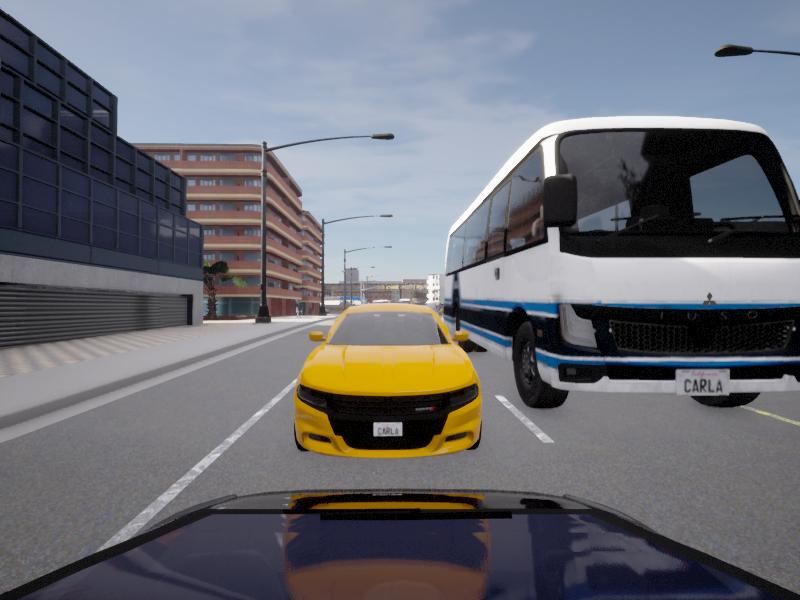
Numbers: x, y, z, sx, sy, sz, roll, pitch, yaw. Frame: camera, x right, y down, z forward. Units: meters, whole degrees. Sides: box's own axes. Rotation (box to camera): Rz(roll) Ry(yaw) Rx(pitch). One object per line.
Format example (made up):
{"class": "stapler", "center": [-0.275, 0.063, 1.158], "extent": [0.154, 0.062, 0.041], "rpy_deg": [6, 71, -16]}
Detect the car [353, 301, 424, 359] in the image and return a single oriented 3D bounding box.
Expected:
{"class": "car", "center": [-0.325, 0.768, 12.619], "extent": [1.812, 1.442, 4.674], "rpy_deg": [0, 1, -1]}

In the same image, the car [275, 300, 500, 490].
{"class": "car", "center": [-0.158, 0.790, 5.854], "extent": [1.882, 1.535, 5.008], "rpy_deg": [0, 1, -1]}

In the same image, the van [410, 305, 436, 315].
{"class": "van", "center": [5.671, 2.377, 99.749], "extent": [6.366, 2.431, 2.351], "rpy_deg": [0, -1, -2]}

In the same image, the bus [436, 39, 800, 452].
{"class": "bus", "center": [3.384, -0.601, 9.306], "extent": [3.944, 4.253, 10.273], "rpy_deg": [0, 1, -1]}

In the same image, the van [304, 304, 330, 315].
{"class": "van", "center": [-19.654, 2.234, 95.167], "extent": [5.915, 2.561, 1.988], "rpy_deg": [0, -1, -2]}
